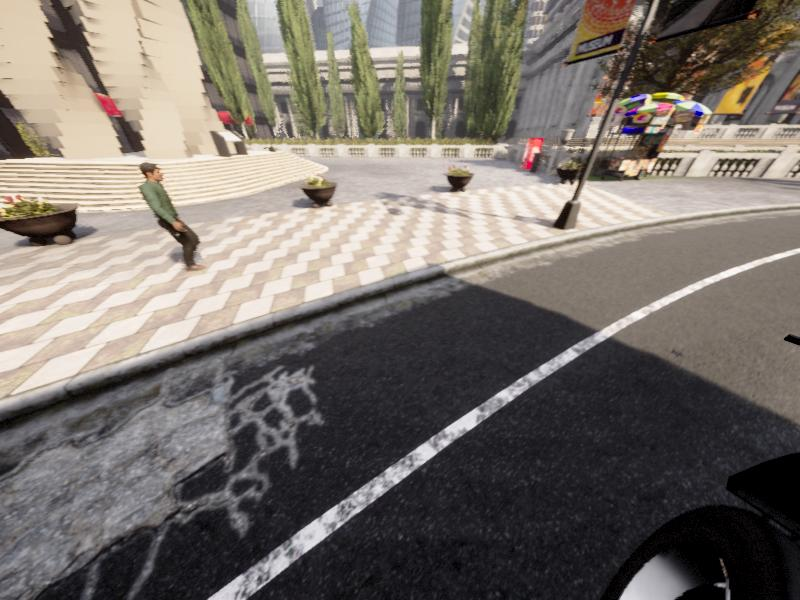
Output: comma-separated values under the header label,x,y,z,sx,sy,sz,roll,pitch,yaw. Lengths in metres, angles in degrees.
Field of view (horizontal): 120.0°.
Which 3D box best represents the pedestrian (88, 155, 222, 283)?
label,x,y,z,sx,sy,sz,roll,pitch,yaw
pedestrian,-3.928,-1.359,3.961,0.751,1.860,0.751,-19,39,-24
